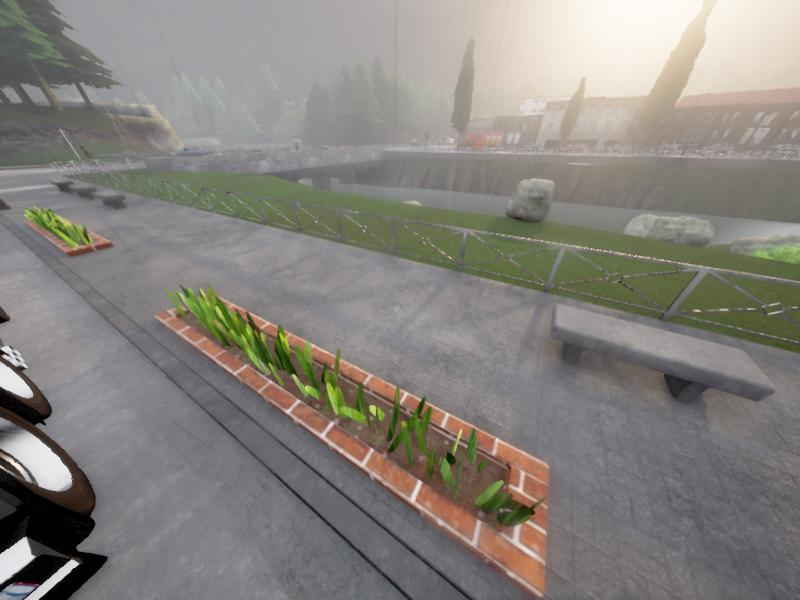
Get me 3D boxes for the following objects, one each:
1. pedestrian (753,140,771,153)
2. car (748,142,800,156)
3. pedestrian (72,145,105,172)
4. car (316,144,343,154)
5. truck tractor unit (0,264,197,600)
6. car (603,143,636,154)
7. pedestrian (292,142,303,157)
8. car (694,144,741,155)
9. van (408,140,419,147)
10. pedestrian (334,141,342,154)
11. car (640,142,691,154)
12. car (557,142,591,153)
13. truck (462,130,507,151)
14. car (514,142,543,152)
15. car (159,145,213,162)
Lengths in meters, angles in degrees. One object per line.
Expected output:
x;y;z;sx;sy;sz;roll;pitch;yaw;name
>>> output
59.410;-25.194;37.896;0.751;1.860;0.751;-28;43;-34;pedestrian
56.810;-22.369;34.275;5.238;1.638;1.930;18;39;24;car
-26.039;-11.876;19.348;0.751;1.860;0.751;18;39;24;pedestrian
-13.786;-29.962;45.747;2.038;1.542;4.974;18;39;24;car
-5.116;-0.295;0.786;6.516;4.208;3.053;18;39;24;truck tractor unit
40.048;-27.765;42.277;3.806;1.475;1.970;18;39;24;car
-15.355;-22.514;34.556;0.751;1.860;0.751;18;39;25;pedestrian
50.850;-24.243;37.148;3.806;1.475;1.970;18;39;25;car
4.577;-53.006;78.251;2.069;2.038;4.480;18;39;24;van
-10.967;-27.041;41.023;0.751;1.860;0.751;23;41;30;pedestrian
45.423;-26.083;39.682;5.238;1.638;1.930;18;39;24;car
33.856;-29.847;45.179;5.027;1.651;2.152;18;39;24;car
18.714;-35.690;51.740;8.468;3.827;2.891;18;39;24;truck
26.942;-32.107;48.464;4.856;1.649;2.033;18;39;24;car
-28.683;-19.784;31.119;2.242;1.667;4.611;18;39;24;car
